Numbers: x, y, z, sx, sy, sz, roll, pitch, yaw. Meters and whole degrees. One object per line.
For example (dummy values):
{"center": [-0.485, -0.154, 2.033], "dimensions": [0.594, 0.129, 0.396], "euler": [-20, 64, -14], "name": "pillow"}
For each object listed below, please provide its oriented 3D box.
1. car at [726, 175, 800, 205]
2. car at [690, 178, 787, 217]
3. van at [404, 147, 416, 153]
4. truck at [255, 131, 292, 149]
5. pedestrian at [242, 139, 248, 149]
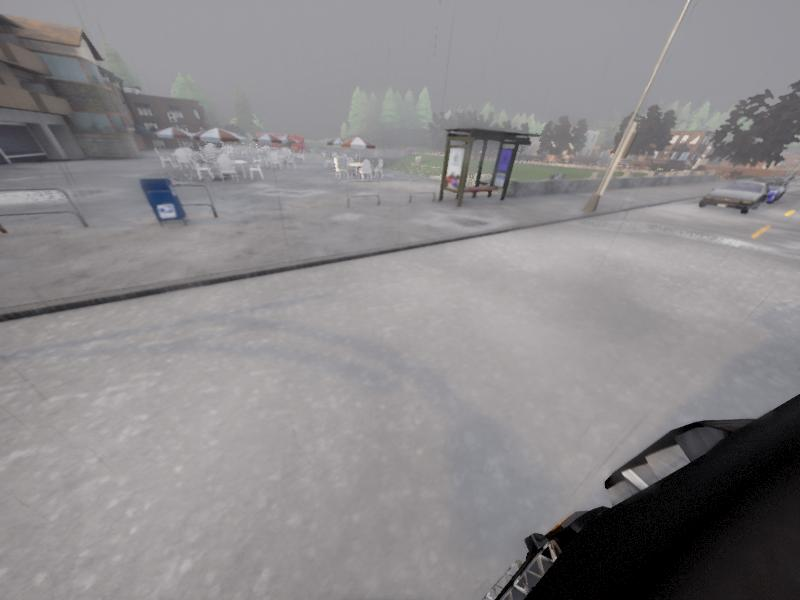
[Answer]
{"center": [26.082, -7.952, 16.554], "dimensions": [4.514, 1.525, 2.007], "euler": [-16, 38, -26], "name": "car"}
{"center": [19.318, -5.966, 13.161], "dimensions": [5.357, 1.411, 2.033], "euler": [-16, 38, -26], "name": "car"}
{"center": [4.163, -59.821, 92.251], "dimensions": [4.442, 1.987, 1.775], "euler": [-16, 38, -26], "name": "van"}
{"center": [-36.627, -46.393, 67.225], "dimensions": [8.468, 3.827, 2.891], "euler": [-16, 38, -26], "name": "truck"}
{"center": [-36.611, -36.882, 54.545], "dimensions": [0.751, 1.860, 0.751], "euler": [-16, 38, -26], "name": "pedestrian"}
